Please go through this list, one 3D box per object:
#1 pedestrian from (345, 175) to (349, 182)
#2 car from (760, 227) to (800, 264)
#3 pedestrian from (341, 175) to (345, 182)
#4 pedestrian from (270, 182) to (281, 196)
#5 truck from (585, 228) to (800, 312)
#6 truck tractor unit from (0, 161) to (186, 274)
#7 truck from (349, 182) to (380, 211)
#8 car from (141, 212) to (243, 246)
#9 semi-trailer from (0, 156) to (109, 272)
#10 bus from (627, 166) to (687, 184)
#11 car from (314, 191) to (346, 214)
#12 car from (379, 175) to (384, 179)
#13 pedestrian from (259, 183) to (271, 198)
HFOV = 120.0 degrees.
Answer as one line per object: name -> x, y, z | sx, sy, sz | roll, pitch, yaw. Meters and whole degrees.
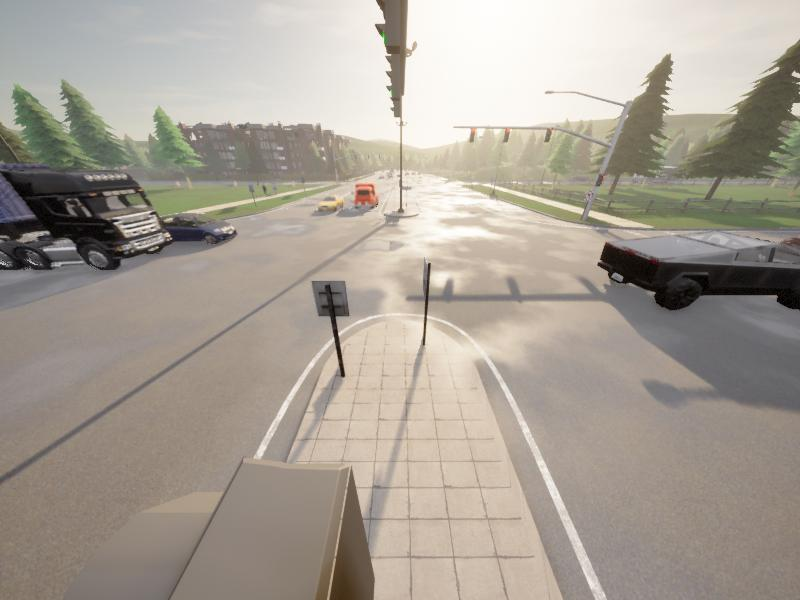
pedestrian -> -16.567, -38.148, 72.271 | 0.751, 1.860, 0.751 | 2, 30, 4
car -> 21.550, -2.606, 11.176 | 4.674, 1.442, 1.812 | 0, 30, 0
pedestrian -> -17.485, -37.147, 70.540 | 0.751, 1.860, 0.751 | 2, 30, 4
pedestrian -> -18.922, -16.832, 35.045 | 0.751, 1.860, 0.751 | 2, 30, 4
truck -> 10.725, -1.117, 7.942 | 6.274, 2.098, 2.390 | 0, 30, 0
truck tractor unit -> -15.070, -3.740, 10.355 | 6.516, 4.208, 3.053 | 0, 30, 0
truck -> -3.835, -11.865, 26.178 | 2.627, 2.467, 5.204 | 0, 30, 0
car -> -12.399, -4.361, 14.052 | 3.988, 1.617, 1.851 | 0, 30, 0
semi-trailer -> -22.983, -3.799, 10.267 | 14.254, 4.402, 2.717 | 0, 30, 0
bus -> 70.141, -34.404, 63.434 | 10.273, 4.253, 3.944 | 0, 30, 0
car -> -7.346, -10.537, 24.777 | 1.801, 1.575, 5.366 | 0, 30, 0
car -> -7.042, -47.125, 88.422 | 1.895, 1.301, 4.718 | 0, 30, 0
pedestrian -> -19.422, -15.772, 33.211 | 0.751, 1.860, 0.751 | 3, 30, 5
